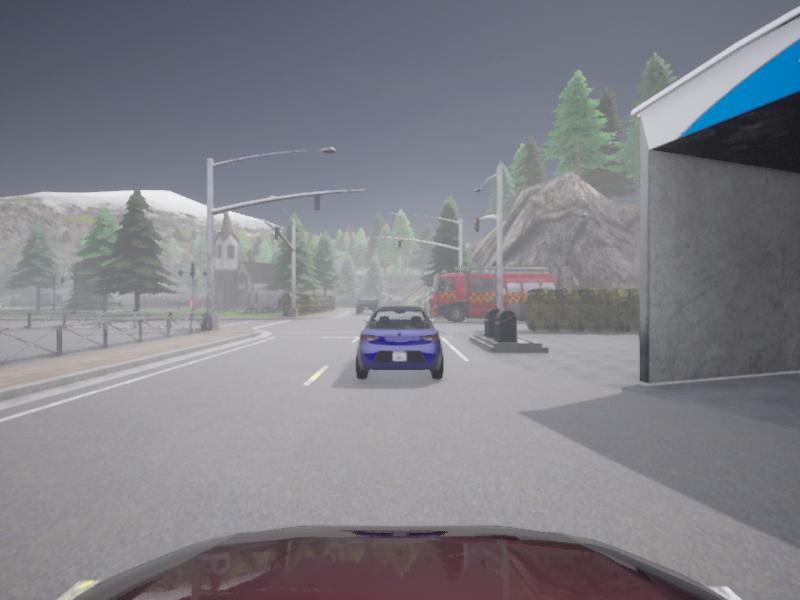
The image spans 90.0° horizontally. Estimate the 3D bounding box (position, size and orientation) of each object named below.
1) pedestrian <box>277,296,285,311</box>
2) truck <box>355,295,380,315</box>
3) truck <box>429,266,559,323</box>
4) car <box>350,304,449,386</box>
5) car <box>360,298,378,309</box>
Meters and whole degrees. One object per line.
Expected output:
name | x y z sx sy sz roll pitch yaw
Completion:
pedestrian | -14.735 0.438 49.528 0.751 1.860 0.751 0 0 25
truck | -3.555 0.499 45.292 2.390 2.098 6.274 0 0 -1
truck | 6.430 -0.348 28.333 8.468 3.827 2.891 0 0 0
car | -0.007 0.845 9.458 1.816 1.474 4.193 0 0 0
car | -5.386 0.582 68.627 1.905 1.878 3.866 0 0 -25
